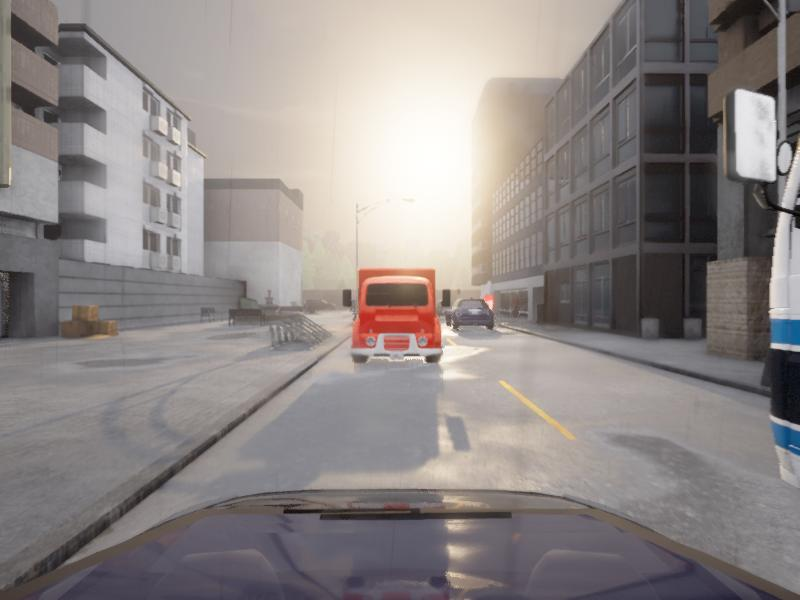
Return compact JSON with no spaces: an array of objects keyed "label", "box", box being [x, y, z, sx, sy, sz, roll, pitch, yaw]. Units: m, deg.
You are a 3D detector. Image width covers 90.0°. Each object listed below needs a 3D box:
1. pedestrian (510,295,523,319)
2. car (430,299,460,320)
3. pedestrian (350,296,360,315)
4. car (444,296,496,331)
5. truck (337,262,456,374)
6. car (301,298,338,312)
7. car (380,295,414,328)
[{"label":"pedestrian","box":[8.988,0.522,30.799,0.751,1.860,0.751,0,0,-4]},{"label":"car","box":[3.688,0.765,33.931,2.033,1.649,4.856,0,0,0]},{"label":"pedestrian","box":[-4.366,0.520,38.558,0.751,1.860,0.751,0,0,10]},{"label":"car","box":[3.819,0.688,22.601,2.097,1.767,4.553,0,0,0]},{"label":"truck","box":[-0.081,0.331,11.431,2.627,2.467,5.204,0,2,0]},{"label":"car","box":[-10.650,0.675,53.331,4.553,1.767,2.097,0,0,0]},{"label":"car","box":[-0.187,0.638,24.373,1.905,1.878,3.866,0,0,0]}]
